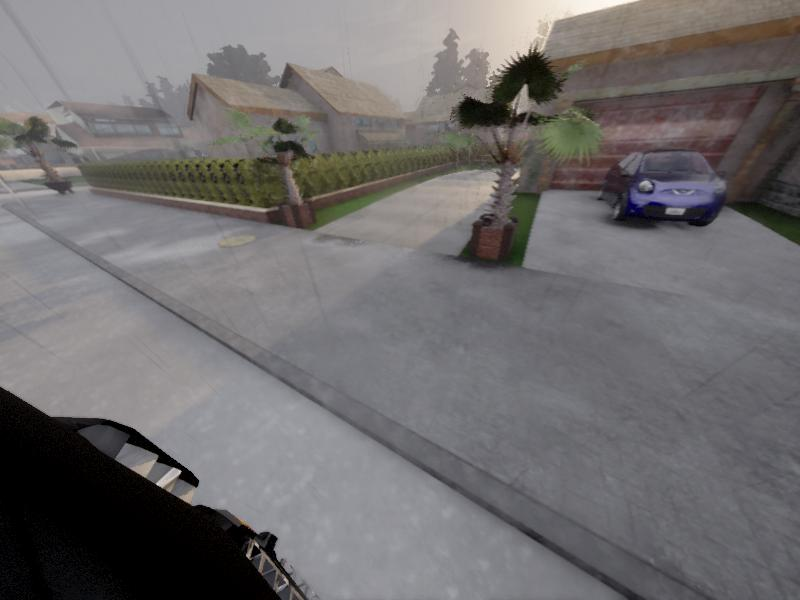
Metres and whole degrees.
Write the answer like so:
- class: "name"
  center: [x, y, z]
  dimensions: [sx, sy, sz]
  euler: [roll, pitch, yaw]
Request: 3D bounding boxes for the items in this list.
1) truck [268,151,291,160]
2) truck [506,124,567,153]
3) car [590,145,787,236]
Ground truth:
- class: "truck"
  center: [-35.964, -42.948, 68.760]
  dimensions: [6.274, 2.098, 2.390]
  euler: [16, 38, 26]
- class: "truck"
  center: [24.418, -28.952, 41.737]
  dimensions: [8.468, 3.827, 2.891]
  euler: [16, 38, 26]
- class: "car"
  center: [6.712, -3.099, 6.090]
  dimensions: [1.845, 1.501, 3.633]
  euler: [14, 37, 24]
